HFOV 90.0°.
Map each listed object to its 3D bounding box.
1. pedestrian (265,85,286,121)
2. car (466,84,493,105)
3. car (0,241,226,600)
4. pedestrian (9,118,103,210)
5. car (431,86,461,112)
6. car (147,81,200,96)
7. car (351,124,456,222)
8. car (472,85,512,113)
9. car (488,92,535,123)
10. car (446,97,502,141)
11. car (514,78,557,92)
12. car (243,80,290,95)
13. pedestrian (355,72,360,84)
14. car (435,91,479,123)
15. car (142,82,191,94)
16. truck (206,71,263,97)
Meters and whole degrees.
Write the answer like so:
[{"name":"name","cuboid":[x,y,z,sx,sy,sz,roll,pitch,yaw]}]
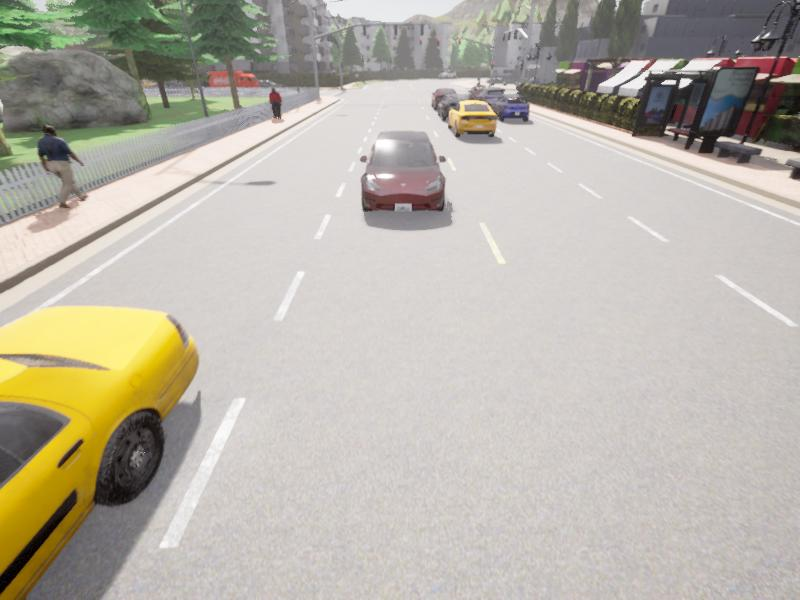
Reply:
[{"name":"pedestrian","cuboid":[-7.376,-11.637,23.694,0.751,1.860,0.751,0,30,0]},{"name":"car","cuboid":[7.229,-18.864,36.716,1.845,1.501,3.633,2,30,3]},{"name":"car","cuboid":[-3.076,1.500,1.868,1.801,1.575,5.366,2,30,4]},{"name":"pedestrian","cuboid":[-7.672,-3.055,9.027,0.751,1.860,0.751,0,30,0]},{"name":"car","cuboid":[3.619,-16.230,32.208,1.882,1.535,5.008,0,30,0]},{"name":"car","cuboid":[-26.383,-24.703,46.735,4.892,1.490,1.837,1,30,1]},{"name":"car","cuboid":[0.076,-3.597,10.677,2.163,1.488,4.792,0,30,0]},{"name":"car","cuboid":[7.118,-15.865,31.495,2.033,1.649,4.856,0,30,0]},{"name":"car","cuboid":[7.106,-12.500,25.895,1.816,1.474,4.193,0,30,0]},{"name":"car","cuboid":[3.636,-9.383,20.508,1.882,1.535,5.008,0,30,0]},{"name":"car","cuboid":[18.521,-29.482,54.766,5.027,1.651,2.152,2,30,3]},{"name":"car","cuboid":[-16.477,-26.345,49.522,4.902,1.511,2.128,1,30,1]},{"name":"pedestrian","cuboid":[-7.827,-40.576,73.144,0.751,1.860,0.751,2,30,4]},{"name":"car","cuboid":[3.618,-12.752,26.321,2.163,1.488,4.792,0,30,0]},{"name":"car","cuboid":[-29.023,-26.422,49.870,4.718,1.301,1.895,1,30,1]},{"name":"truck","cuboid":[-19.029,-25.025,46.318,5.204,2.467,2.627,1,30,1]}]
